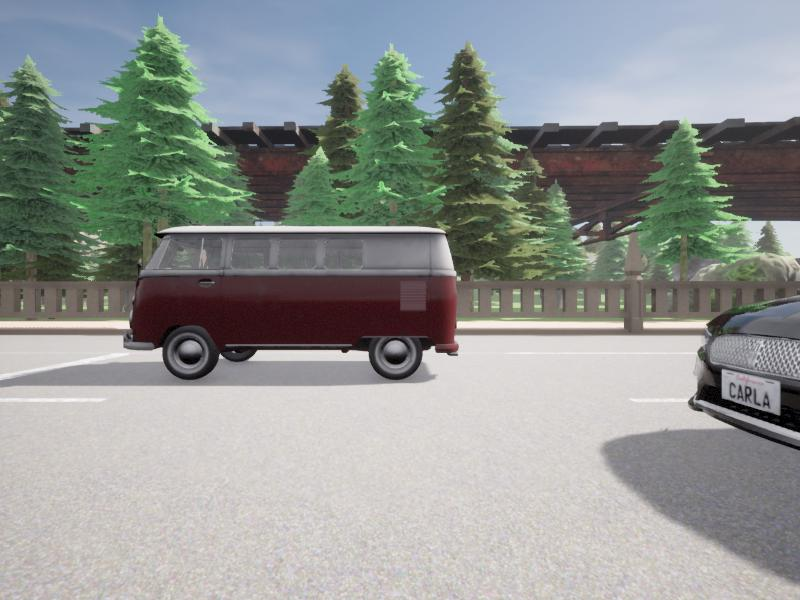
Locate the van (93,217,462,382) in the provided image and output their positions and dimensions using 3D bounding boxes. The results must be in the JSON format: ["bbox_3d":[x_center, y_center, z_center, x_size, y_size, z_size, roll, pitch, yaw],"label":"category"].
[{"bbox_3d":[-1.470,-0.002,5.700,4.442,1.987,1.775,0,0,0],"label":"van"}]

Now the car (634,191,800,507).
[{"bbox_3d":[4.363,0.237,2.200,4.902,1.511,2.128,0,0,0],"label":"car"}]
